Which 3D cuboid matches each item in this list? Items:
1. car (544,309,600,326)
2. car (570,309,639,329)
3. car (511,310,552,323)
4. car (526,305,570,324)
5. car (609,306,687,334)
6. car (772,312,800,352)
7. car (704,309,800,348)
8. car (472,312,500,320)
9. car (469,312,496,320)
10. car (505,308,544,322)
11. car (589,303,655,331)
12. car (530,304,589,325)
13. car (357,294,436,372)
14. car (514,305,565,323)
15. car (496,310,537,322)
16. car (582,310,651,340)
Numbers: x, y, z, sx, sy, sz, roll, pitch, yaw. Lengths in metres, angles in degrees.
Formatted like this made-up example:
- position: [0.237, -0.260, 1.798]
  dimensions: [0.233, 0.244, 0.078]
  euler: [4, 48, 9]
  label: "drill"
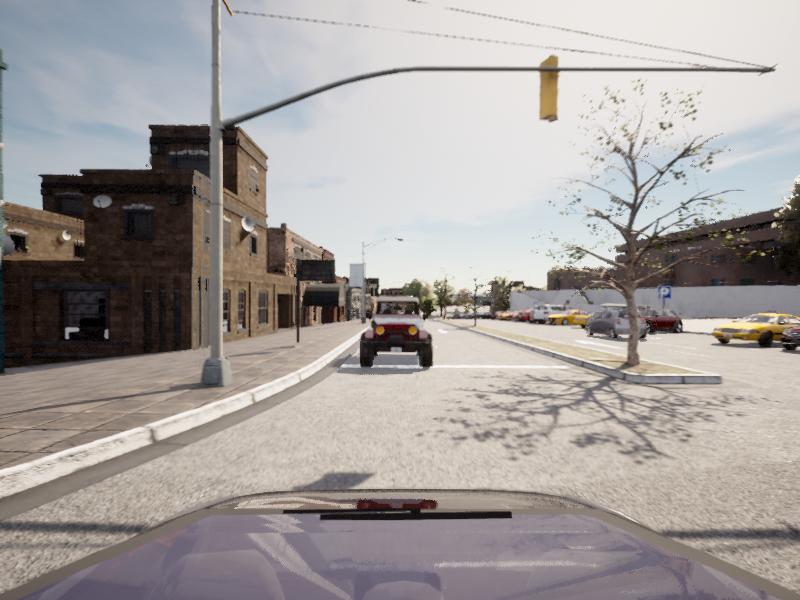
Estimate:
- position: [16.804, 1.728, 39.124]
  dimensions: [5.008, 1.535, 2.097]
  euler: [2, -1, -20]
  label: "car"
- position: [16.993, 1.597, 33.239]
  dimensions: [5.366, 1.575, 1.946]
  euler: [2, -2, -20]
  label: "car"
- position: [16.760, 2.091, 51.026]
  dimensions: [4.674, 1.452, 2.002]
  euler: [2, -2, -20]
  label: "car"
- position: [16.675, 1.649, 45.041]
  dimensions: [4.442, 1.987, 1.878]
  euler: [2, -2, -20]
  label: "car"
- position: [16.873, 1.341, 27.226]
  dimensions: [4.553, 1.767, 2.185]
  euler: [2, -1, -20]
  label: "car"
- position: [16.884, 1.248, 15.302]
  dimensions: [4.674, 1.452, 2.002]
  euler: [2, -1, -20]
  label: "car"
- position: [16.698, 1.264, 18.216]
  dimensions: [5.366, 1.575, 1.946]
  euler: [2, -1, -20]
  label: "car"
- position: [16.666, 3.128, 77.782]
  dimensions: [5.008, 1.535, 2.097]
  euler: [2, -3, -20]
  label: "car"
- position: [16.659, 3.276, 80.740]
  dimensions: [5.008, 1.535, 2.097]
  euler: [2, -3, -20]
  label: "car"
- position: [16.779, 2.023, 54.015]
  dimensions: [4.553, 1.767, 2.185]
  euler: [2, -2, -20]
  label: "car"
- position: [16.728, 1.302, 30.154]
  dimensions: [4.442, 1.987, 1.878]
  euler: [2, -1, -20]
  label: "car"
- position: [16.818, 1.548, 42.121]
  dimensions: [5.566, 2.045, 2.435]
  euler: [2, -2, -20]
  label: "car"
- position: [-0.075, 0.831, 11.662]
  dimensions: [1.905, 1.878, 3.866]
  euler: [0, -1, 0]
  label: "car"
- position: [16.748, 1.710, 48.044]
  dimensions: [5.566, 2.045, 2.435]
  euler: [2, -2, -20]
  label: "car"
- position: [16.565, 2.239, 56.905]
  dimensions: [5.366, 1.575, 1.946]
  euler: [2, -2, -20]
  label: "car"
- position: [11.789, 1.316, 22.076]
  dimensions: [1.845, 1.501, 3.633]
  euler: [0, -1, 0]
  label: "car"
